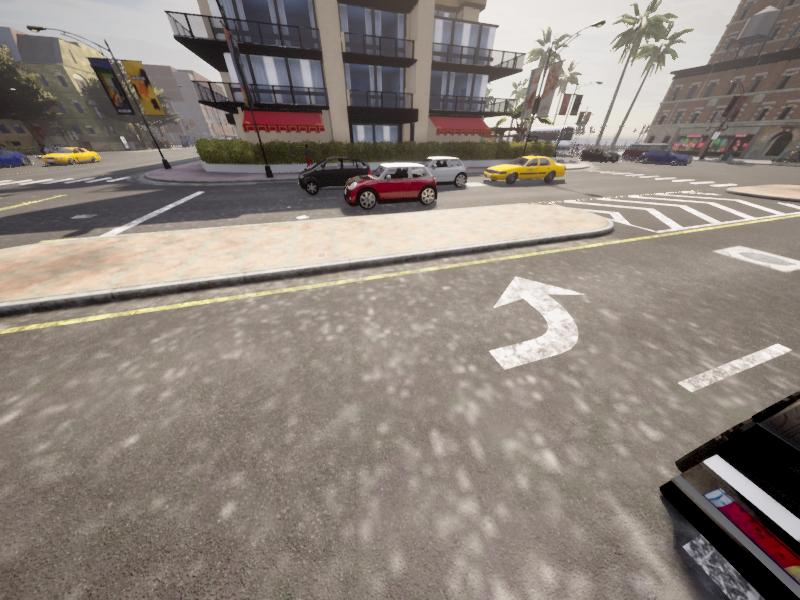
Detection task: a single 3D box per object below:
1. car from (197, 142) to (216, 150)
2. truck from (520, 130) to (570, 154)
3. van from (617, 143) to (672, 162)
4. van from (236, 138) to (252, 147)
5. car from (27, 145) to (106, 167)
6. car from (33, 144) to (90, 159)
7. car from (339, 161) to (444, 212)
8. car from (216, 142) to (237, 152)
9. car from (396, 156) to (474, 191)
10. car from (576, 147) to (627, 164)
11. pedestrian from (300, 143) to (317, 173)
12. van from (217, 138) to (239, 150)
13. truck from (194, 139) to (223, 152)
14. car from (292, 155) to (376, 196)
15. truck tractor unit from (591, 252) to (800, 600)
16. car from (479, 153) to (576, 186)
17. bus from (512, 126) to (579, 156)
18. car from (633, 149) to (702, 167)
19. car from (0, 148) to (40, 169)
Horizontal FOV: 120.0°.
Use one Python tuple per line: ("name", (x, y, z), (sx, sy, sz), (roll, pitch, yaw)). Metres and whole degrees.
("car", (-45.848, -36.554, 54.858), (1.837, 1.490, 4.892), (-10, 36, -15))
("truck", (29.513, -32.538, 47.594), (2.891, 3.827, 8.468), (-10, 36, -14))
("van", (32.280, -19.662, 30.733), (1.775, 1.987, 4.442), (-10, 36, -14))
("van", (-49.514, -50.104, 73.476), (2.351, 2.431, 6.366), (-10, 36, -15))
("car", (-33.739, -14.849, 23.701), (1.801, 1.575, 5.366), (-10, 36, -15))
("car", (-45.540, -20.057, 31.141), (4.974, 1.542, 2.038), (7, 35, 10))
("car", (-0.413, -4.822, 9.629), (3.806, 1.475, 1.970), (-10, 36, -14))
("car", (-35.678, -31.515, 47.583), (2.033, 1.649, 4.856), (-10, 36, -15))
("car", (1.881, -7.319, 13.232), (3.806, 1.475, 1.970), (-10, 36, -14))
("car", (25.116, -18.246, 29.049), (2.007, 1.525, 4.514), (-5, 35, -7))
("pedestrian", (-6.698, -10.425, 16.988), (0.751, 1.860, 0.751), (-10, 36, -15))
("van", (-43.964, -40.144, 59.210), (2.351, 2.431, 6.366), (-10, 36, -15))
("truck", (-39.512, -32.010, 47.853), (2.390, 2.098, 6.274), (-10, 36, -15))
("car", (-3.304, -6.442, 11.867), (3.705, 1.549, 1.789), (-10, 36, -14))
("truck tractor unit", (5.283, -0.072, 0.453), (6.516, 4.208, 3.053), (-10, 36, -14))
("car", (8.069, -8.448, 14.807), (5.366, 1.575, 1.801), (-10, 36, -14))
("bus", (27.019, -30.283, 43.968), (3.944, 4.253, 10.273), (-10, 36, -14))
("car", (30.279, -16.328, 26.402), (1.812, 1.442, 4.674), (-10, 36, -14))
("car", (-36.209, -12.646, 20.640), (1.812, 1.442, 4.674), (-10, 36, -15))
